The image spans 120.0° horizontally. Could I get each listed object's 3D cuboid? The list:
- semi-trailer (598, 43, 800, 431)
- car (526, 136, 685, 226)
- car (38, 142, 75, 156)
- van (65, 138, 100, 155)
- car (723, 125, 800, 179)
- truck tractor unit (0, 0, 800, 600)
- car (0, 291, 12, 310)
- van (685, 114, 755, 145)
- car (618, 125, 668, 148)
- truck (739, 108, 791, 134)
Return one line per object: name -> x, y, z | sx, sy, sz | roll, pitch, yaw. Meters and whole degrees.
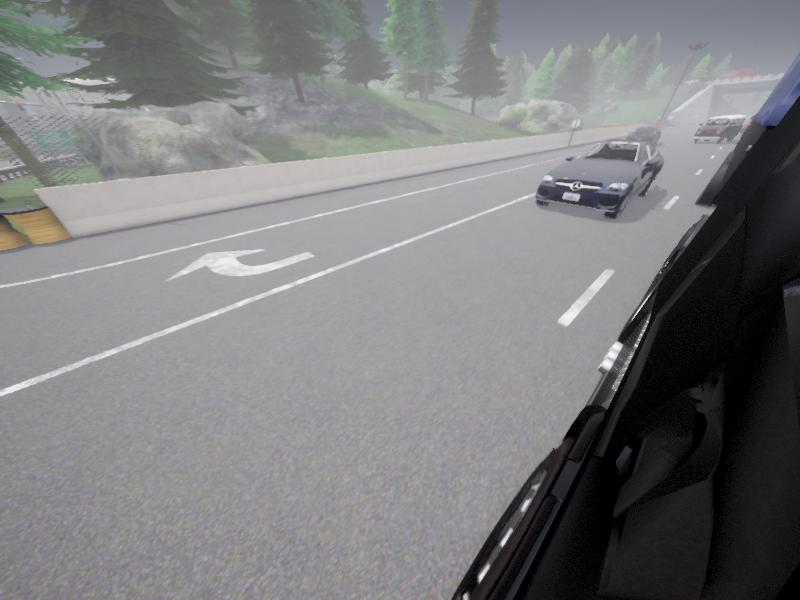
semi-trailer -> 8.702, -3.585, 4.251 | 14.254, 4.402, 2.717 | -28, 44, -30
car -> 6.503, -4.022, 7.278 | 5.027, 1.651, 2.152 | -28, 44, -30
car -> -56.442, -24.943, 38.076 | 2.038, 1.542, 4.974 | -28, 44, -30
van -> -52.152, -25.390, 38.101 | 2.069, 2.038, 4.480 | -28, 44, -30
car -> 17.096, -6.894, 10.543 | 4.856, 1.649, 2.033 | -28, 44, -30
truck tractor unit -> 2.645, -0.295, 0.352 | 6.516, 4.208, 3.053 | -28, 44, -30
car -> -8.260, 0.662, 1.812 | 4.856, 1.649, 2.033 | -21, 41, -24
van -> 29.100, -15.530, 21.060 | 4.480, 2.038, 2.069 | -19, 39, -21
car -> 22.379, -15.064, 21.251 | 4.892, 1.490, 1.837 | -27, 43, -29
truck -> 47.273, -23.277, 30.068 | 5.204, 2.467, 2.627 | -28, 44, -30
